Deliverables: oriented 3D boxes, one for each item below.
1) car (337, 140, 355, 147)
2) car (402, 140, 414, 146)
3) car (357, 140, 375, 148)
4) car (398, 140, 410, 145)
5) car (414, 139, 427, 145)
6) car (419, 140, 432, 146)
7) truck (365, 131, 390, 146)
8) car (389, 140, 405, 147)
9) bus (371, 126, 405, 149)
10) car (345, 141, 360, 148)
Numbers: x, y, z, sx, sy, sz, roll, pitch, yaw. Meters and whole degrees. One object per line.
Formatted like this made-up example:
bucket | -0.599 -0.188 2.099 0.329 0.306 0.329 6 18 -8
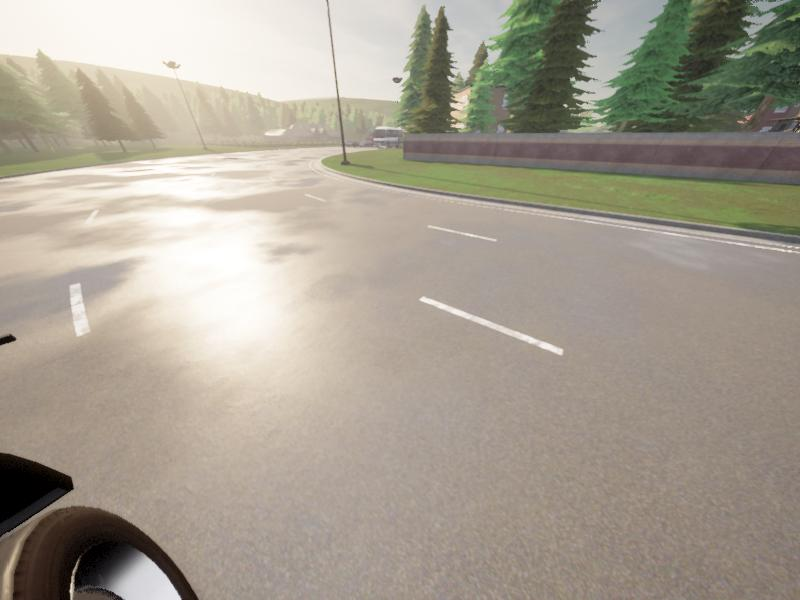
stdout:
car | -14.579 -42.640 63.006 2.163 1.488 4.792 15 38 20
car | 2.644 -54.193 79.554 2.007 1.525 4.514 22 40 27
car | -8.726 -40.404 59.733 2.033 1.649 4.856 15 38 20
car | 1.397 -56.712 83.127 2.128 1.511 4.902 22 40 27
car | 7.171 -54.493 79.848 2.033 1.649 4.856 22 40 27
car | 8.402 -51.888 76.310 2.163 1.488 4.792 22 40 27
truck | -6.907 -50.740 72.514 2.891 3.827 8.468 22 40 27
car | -0.830 -44.128 65.170 1.801 1.575 5.366 20 39 25
bus | -2.598 -39.354 56.023 3.944 4.253 10.273 15 38 20
car | -12.332 -40.710 60.279 1.816 1.474 4.193 15 38 20
